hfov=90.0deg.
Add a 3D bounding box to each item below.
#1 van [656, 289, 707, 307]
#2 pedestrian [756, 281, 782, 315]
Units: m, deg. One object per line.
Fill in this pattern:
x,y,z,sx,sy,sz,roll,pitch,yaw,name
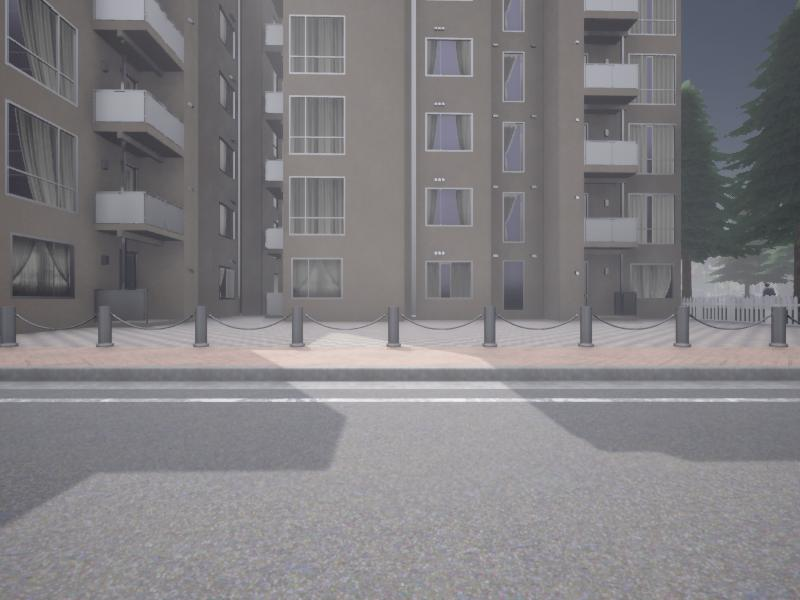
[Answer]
40.253,-0.277,57.331,5.915,2.561,1.988,0,0,-1,van
20.427,-0.100,22.184,0.751,1.860,0.751,0,0,-1,pedestrian
